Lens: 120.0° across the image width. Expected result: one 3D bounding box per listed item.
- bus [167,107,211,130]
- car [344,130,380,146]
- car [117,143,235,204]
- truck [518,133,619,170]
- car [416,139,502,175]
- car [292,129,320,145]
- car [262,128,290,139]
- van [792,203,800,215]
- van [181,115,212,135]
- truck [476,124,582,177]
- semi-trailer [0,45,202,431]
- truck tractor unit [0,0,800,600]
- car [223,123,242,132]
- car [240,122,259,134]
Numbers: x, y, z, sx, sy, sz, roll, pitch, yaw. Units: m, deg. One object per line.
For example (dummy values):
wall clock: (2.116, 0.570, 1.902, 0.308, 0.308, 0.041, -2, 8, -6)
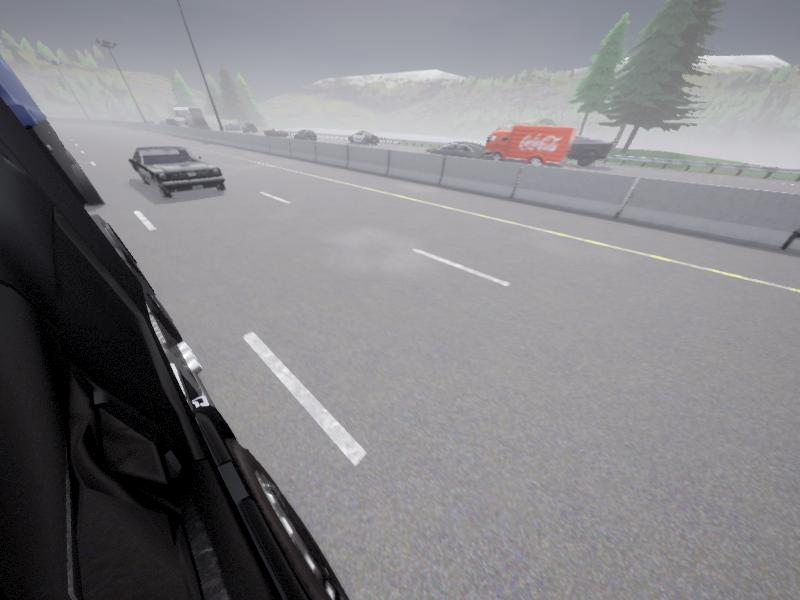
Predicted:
bus: (-53.189, -45.786, 58.236, 10.273, 4.253, 3.944, 23, 42, 26)
car: (-5.215, -22.405, 31.895, 4.974, 1.542, 2.038, 30, 45, 31)
car: (-8.446, -4.919, 8.649, 4.718, 1.301, 1.895, 28, 44, 30)
truck: (13.836, -12.652, 19.436, 6.274, 2.098, 2.390, 28, 44, 30)
car: (3.724, -9.535, 15.252, 4.902, 1.511, 2.128, 28, 44, 30)
car: (-12.321, -21.306, 30.108, 1.816, 1.474, 4.193, -24, 44, -31)
car: (-20.785, -27.952, 38.661, 4.718, 1.301, 1.895, 28, 44, 30)
van: (16.536, -2.958, 6.723, 4.480, 2.038, 2.069, 28, 44, 30)
van: (-36.269, -31.182, 41.118, 5.915, 2.561, 1.988, 28, 44, 30)
truck: (8.410, -10.192, 15.569, 5.204, 2.467, 2.627, 28, 44, 30)
semi-trailer: (-8.705, -3.581, 4.249, 14.254, 4.402, 2.717, 28, 44, 30)
truck tractor unit: (-2.645, -0.295, 0.351, 6.516, 4.208, 3.053, 28, 44, 30)
car: (-39.550, -40.726, 54.532, 4.514, 1.525, 2.007, 28, 44, 30)
car: (-29.713, -33.894, 45.606, 1.932, 1.855, 4.605, -24, 43, -31)
